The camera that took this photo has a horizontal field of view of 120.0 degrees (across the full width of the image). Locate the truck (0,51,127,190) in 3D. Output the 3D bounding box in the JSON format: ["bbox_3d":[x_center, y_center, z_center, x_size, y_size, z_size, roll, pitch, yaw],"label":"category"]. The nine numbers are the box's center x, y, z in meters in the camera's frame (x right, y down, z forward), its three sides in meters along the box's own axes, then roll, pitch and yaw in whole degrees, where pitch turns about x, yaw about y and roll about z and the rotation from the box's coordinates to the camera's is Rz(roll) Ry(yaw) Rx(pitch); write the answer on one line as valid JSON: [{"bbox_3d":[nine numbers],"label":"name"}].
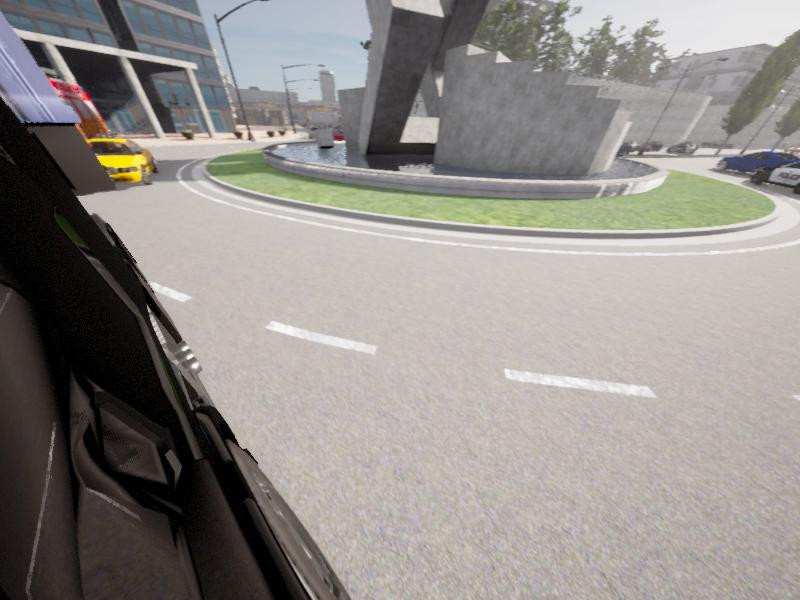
[{"bbox_3d":[-15.832,-7.494,9.577,2.891,3.827,8.468,-18,41,-25],"label":"truck"}]

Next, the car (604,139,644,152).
[{"bbox_3d":[35.708,-24.587,36.820,4.974,1.542,2.038,-11,39,-17],"label":"car"}]

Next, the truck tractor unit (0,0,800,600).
[{"bbox_3d":[-2.645,-0.295,0.351,6.516,4.208,3.053,28,44,30],"label":"truck tractor unit"}]

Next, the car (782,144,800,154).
[{"bbox_3d":[85.397,-32.403,49.531,5.366,1.575,1.801,-11,39,-17],"label":"car"}]

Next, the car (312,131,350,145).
[{"bbox_3d":[-9.085,-21.528,30.614,4.181,1.385,1.994,-26,45,-32],"label":"car"}]

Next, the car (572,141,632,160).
[{"bbox_3d":[22.332,-16.752,25.804,1.812,1.442,4.674,-11,39,-17],"label":"car"}]

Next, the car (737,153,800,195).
[{"bbox_3d":[21.760,-6.642,12.265,2.038,1.542,4.974,15,38,17],"label":"car"}]

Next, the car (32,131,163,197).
[{"bbox_3d":[-11.363,-5.660,9.237,1.801,1.575,5.366,-21,43,-29],"label":"car"}]

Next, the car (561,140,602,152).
[{"bbox_3d":[26.895,-22.939,34.381,4.718,1.301,1.895,-7,38,-11],"label":"car"}]

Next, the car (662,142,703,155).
[{"bbox_3d":[44.934,-24.169,36.738,4.974,1.542,2.038,-11,39,-17],"label":"car"}]

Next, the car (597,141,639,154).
[{"bbox_3d":[30.494,-21.365,32.351,4.674,1.442,1.812,-10,39,-16],"label":"car"}]

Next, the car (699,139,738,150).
[{"bbox_3d":[75.060,-36.740,54.536,1.930,1.638,5.238,-19,45,-25],"label":"car"}]

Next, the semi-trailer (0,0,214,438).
[{"bbox_3d":[-9.600,-2.744,3.074,14.254,4.402,2.717,16,40,18],"label":"semi-trailer"}]

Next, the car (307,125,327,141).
[{"bbox_3d":[-13.088,-26.509,36.593,1.932,1.855,4.605,-2,39,-6],"label":"car"}]

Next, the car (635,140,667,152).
[{"bbox_3d":[42.278,-25.882,38.881,3.633,1.501,1.845,-11,39,-17],"label":"car"}]

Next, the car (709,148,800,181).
[{"bbox_3d":[27.188,-10.325,17.434,1.882,1.535,5.008,8,38,8],"label":"car"}]
